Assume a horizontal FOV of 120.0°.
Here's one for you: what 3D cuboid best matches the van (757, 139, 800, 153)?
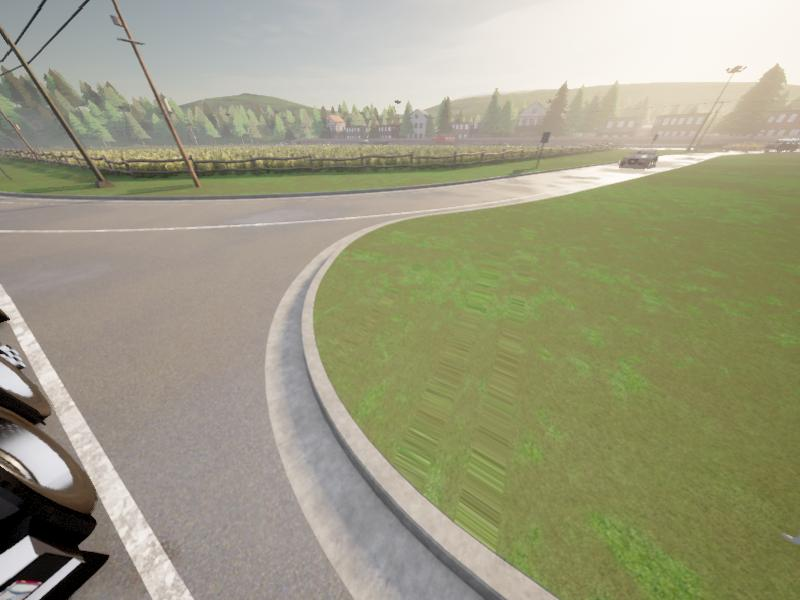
[{"bbox_3d":[66.009,-26.604,39.878,4.480,2.038,2.069,-3,35,-4],"label":"van"}]

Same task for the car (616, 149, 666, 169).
[{"bbox_3d":[22.698,-13.333,21.759,4.181,1.385,1.994,-22,40,-28],"label":"car"}]

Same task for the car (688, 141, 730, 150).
[{"bbox_3d":[67.838,-33.949,50.846,5.008,1.535,1.882,18,39,25],"label":"car"}]

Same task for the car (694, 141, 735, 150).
[{"bbox_3d":[71.335,-35.114,52.489,5.008,1.535,1.882,18,39,25],"label":"car"}]

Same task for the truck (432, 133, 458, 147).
[{"bbox_3d":[15.893,-56.647,81.859,8.468,3.827,2.891,18,39,25],"label":"truck"}]

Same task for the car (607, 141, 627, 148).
[{"bbox_3d":[58.847,-42.133,62.679,3.633,1.501,1.845,27,43,33],"label":"car"}]

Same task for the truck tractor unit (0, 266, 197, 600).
[{"bbox_3d":[-5.111,-0.302,0.771,6.516,4.208,3.053,18,39,24],"label":"truck tractor unit"}]

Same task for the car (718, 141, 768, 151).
[{"bbox_3d":[69.276,-31.178,46.815,5.366,1.575,1.801,18,39,25],"label":"car"}]
